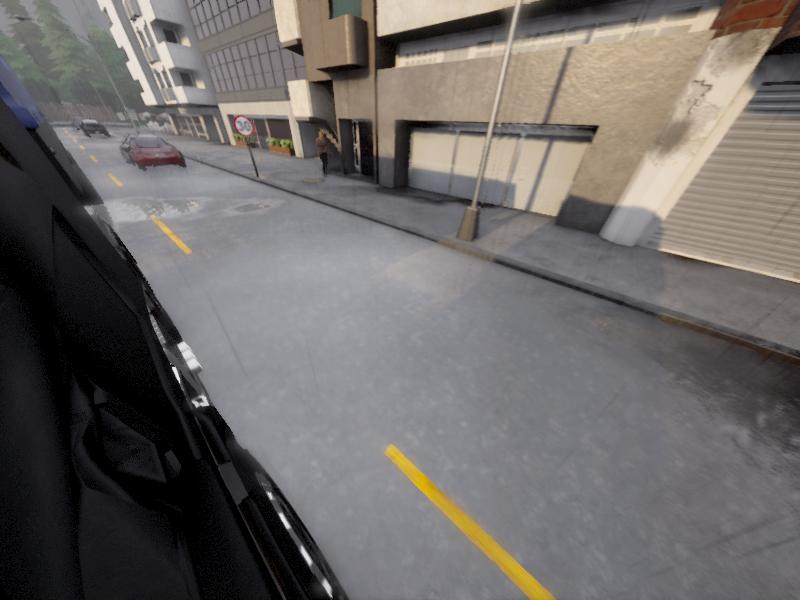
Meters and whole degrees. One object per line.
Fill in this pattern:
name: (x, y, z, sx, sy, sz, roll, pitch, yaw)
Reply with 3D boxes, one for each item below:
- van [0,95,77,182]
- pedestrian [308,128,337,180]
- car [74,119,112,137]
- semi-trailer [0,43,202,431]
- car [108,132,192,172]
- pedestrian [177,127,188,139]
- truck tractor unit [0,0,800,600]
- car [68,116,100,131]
van: (-16.497, -7.005, 9.835, 5.915, 2.561, 1.988, 28, 44, 30)
pedestrian: (-3.445, -6.538, 10.395, 0.751, 1.860, 0.751, -21, 43, -28)
car: (-35.043, -19.617, 26.360, 4.892, 1.490, 1.837, 28, 44, 30)
semi-trailer: (-8.697, -3.607, 4.227, 14.254, 4.402, 2.717, 28, 44, 30)
car: (-13.272, -7.936, 12.259, 4.181, 1.385, 1.994, 28, 44, 30)
pedestrian: (-25.860, -19.885, 27.459, 0.500, 1.100, 0.500, 31, 45, 32)
truck tractor unit: (-2.645, -0.295, 0.351, 6.516, 4.208, 3.053, 28, 44, 30)
car: (-47.252, -26.473, 34.628, 5.027, 1.651, 2.152, 32, 46, 33)
